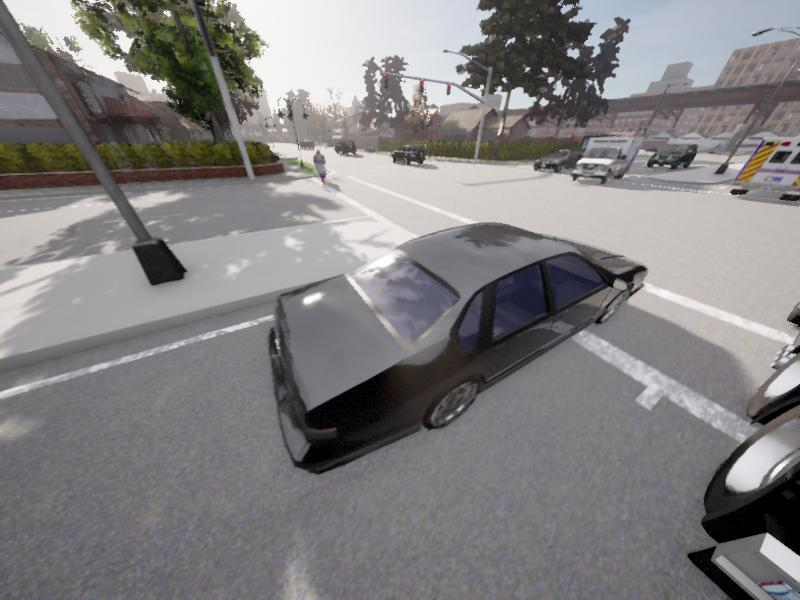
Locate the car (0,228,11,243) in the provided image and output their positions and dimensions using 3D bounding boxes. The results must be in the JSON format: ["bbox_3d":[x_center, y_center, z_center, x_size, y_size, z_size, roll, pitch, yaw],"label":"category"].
[{"bbox_3d":[-12.224,-1.163,4.116,4.856,1.649,2.033,-18,39,-24],"label":"car"}]

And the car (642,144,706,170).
[{"bbox_3d":[27.227,-14.274,22.952,5.566,2.045,2.150,-18,39,-24],"label":"car"}]

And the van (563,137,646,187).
[{"bbox_3d":[13.929,-9.512,15.653,6.366,2.431,2.351,-27,43,-34],"label":"van"}]

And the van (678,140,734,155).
[{"bbox_3d":[64.394,-32.307,48.840,2.351,2.431,6.366,-18,39,-24],"label":"van"}]

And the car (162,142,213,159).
[{"bbox_3d":[-24.243,-17.246,26.583,3.806,1.475,1.970,-18,39,-24],"label":"car"}]

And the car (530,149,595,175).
[{"bbox_3d":[14.089,-12.108,20.082,5.027,1.651,2.152,-18,39,-25],"label":"car"}]

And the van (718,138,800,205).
[{"bbox_3d":[19.592,-6.631,11.582,6.366,2.431,2.351,-18,39,-25],"label":"van"}]

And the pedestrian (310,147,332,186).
[{"bbox_3d":[-4.522,-7.638,13.233,0.751,1.860,0.751,-15,38,-21],"label":"pedestrian"}]

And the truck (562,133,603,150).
[{"bbox_3d":[54.106,-47.192,68.771,2.891,3.827,8.468,-18,39,-24],"label":"truck"}]

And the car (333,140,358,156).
[{"bbox_3d":[-9.124,-25.411,38.543,2.150,2.045,5.566,-18,39,-25],"label":"car"}]

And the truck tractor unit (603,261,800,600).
[{"bbox_3d":[5.104,-0.307,0.793,6.516,4.208,3.053,-18,39,-24],"label":"truck tractor unit"}]

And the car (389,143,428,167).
[{"bbox_3d":[0.794,-15.636,24.780,1.932,1.855,4.605,-19,39,-25],"label":"car"}]

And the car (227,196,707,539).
[{"bbox_3d":[1.197,-0.174,3.041,5.357,1.411,2.033,-18,39,-25],"label":"car"}]
